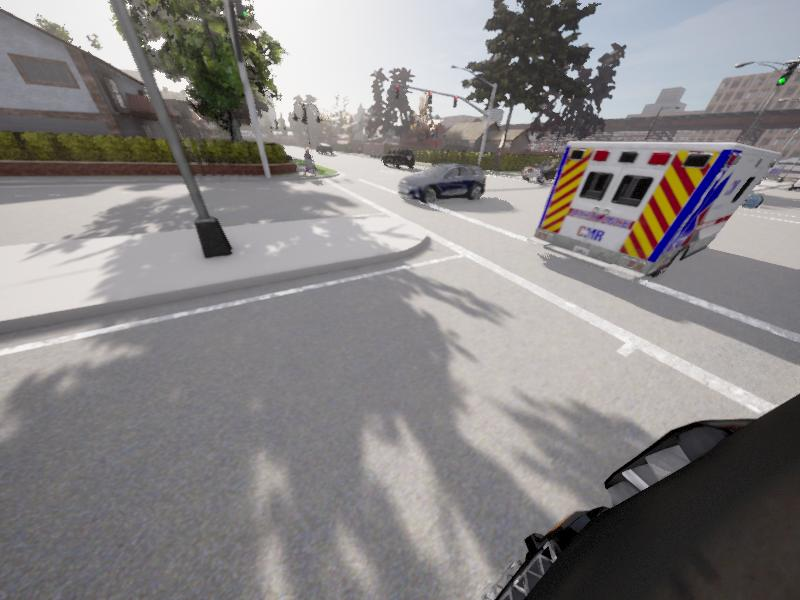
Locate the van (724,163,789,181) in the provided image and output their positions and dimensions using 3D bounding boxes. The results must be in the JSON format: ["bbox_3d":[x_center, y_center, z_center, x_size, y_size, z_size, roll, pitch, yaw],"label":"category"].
[{"bbox_3d":[69.406,-25.114,45.166,2.351,2.431,6.366,-15,38,-26],"label":"van"}]

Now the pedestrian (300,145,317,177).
[{"bbox_3d":[-6.248,-9.502,15.820,0.751,1.860,0.751,-13,37,-23],"label":"pedestrian"}]

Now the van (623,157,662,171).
[{"bbox_3d":[60.644,-34.081,57.879,1.988,2.561,5.915,-15,38,-26],"label":"van"}]

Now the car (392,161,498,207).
[{"bbox_3d":[2.251,-5.933,11.634,4.856,1.649,2.033,-15,38,-26],"label":"car"}]

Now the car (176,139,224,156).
[{"bbox_3d":[-23.491,-18.005,27.338,3.806,1.475,1.970,-15,38,-25],"label":"car"}]

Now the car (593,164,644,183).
[{"bbox_3d":[24.777,-14.425,26.238,5.027,1.651,2.152,-16,38,-26],"label":"car"}]

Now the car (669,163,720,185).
[{"bbox_3d":[36.496,-15.643,28.607,5.566,2.045,2.150,-16,38,-25],"label":"car"}]

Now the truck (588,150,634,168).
[{"bbox_3d":[59.382,-39.851,65.348,2.891,3.827,8.468,-15,38,-26],"label":"truck"}]

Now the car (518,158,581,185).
[{"bbox_3d":[13.433,-11.608,20.862,4.605,1.855,1.932,-10,37,-20],"label":"car"}]

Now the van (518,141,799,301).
[{"bbox_3d":[6.431,-2.344,5.820,6.366,2.431,2.351,-15,38,-26],"label":"van"}]

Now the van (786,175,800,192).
[{"bbox_3d":[46.148,-13.439,25.610,5.915,2.561,1.988,-16,38,-26],"label":"van"}]

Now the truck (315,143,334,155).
[{"bbox_3d":[-17.240,-34.240,52.399,2.390,2.098,6.274,-16,38,-26],"label":"truck"}]

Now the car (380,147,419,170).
[{"bbox_3d":[-0.244,-17.295,28.207,2.150,2.045,5.566,-15,38,-25],"label":"car"}]

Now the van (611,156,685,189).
[{"bbox_3d":[23.789,-12.259,22.160,6.366,2.431,2.351,-15,38,-26],"label":"van"}]
